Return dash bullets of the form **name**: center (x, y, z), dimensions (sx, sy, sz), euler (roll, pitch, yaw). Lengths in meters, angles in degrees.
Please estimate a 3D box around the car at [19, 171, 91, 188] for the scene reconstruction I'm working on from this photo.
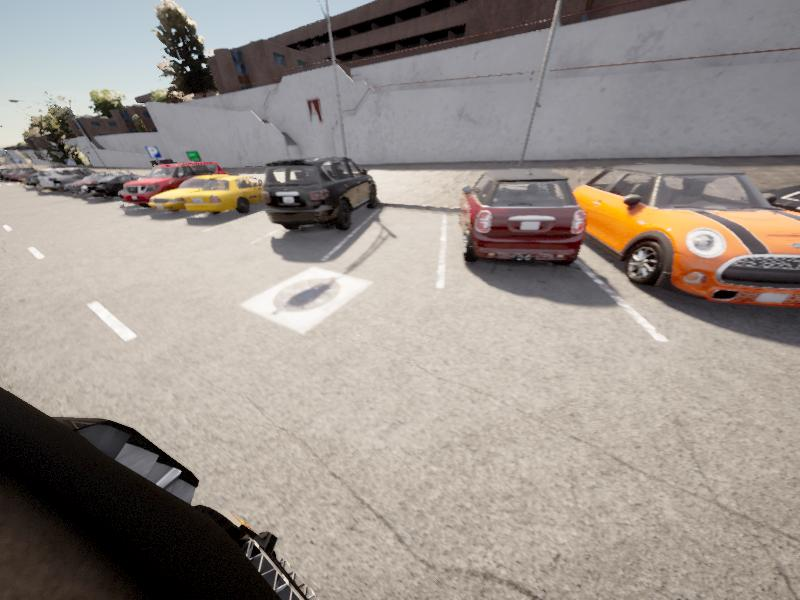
- **car**: center (-44.013, -15.517, 29.725), dimensions (2.002, 1.452, 4.674), euler (4, 34, 9)

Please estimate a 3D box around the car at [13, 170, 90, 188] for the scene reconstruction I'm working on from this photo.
- **car**: center (-46.588, -16.409, 31.156), dimensions (1.946, 1.575, 5.366), euler (4, 34, 10)

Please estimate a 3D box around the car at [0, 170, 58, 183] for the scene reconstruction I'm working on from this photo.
- **car**: center (-62.189, -20.837, 38.804), dimensions (2.163, 1.488, 4.792), euler (4, 34, 9)

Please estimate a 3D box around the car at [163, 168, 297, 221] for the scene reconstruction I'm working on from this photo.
- **car**: center (-7.663, -5.383, 11.368), dimensions (1.946, 1.575, 5.366), euler (3, 33, 10)

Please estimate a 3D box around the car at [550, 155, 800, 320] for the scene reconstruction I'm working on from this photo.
- **car**: center (5.280, -1.738, 4.576), dimensions (2.185, 1.767, 4.553), euler (4, 33, 9)

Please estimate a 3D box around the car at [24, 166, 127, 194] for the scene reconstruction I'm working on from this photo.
- **car**: center (-33.637, -12.780, 24.343), dimensions (2.435, 2.045, 5.566), euler (4, 33, 10)

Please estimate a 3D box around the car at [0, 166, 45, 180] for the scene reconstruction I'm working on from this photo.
- **car**: center (-75.111, -24.864, 45.122), dimensions (2.435, 2.045, 5.566), euler (4, 34, 9)

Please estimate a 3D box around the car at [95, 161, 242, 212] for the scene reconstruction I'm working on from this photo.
- **car**: center (-12.886, -6.928, 13.704), dimensions (2.435, 2.045, 5.566), euler (4, 33, 10)

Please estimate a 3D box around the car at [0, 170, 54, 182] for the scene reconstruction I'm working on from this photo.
- **car**: center (-64.789, -21.605, 40.133), dimensions (2.002, 1.452, 4.674), euler (4, 34, 9)

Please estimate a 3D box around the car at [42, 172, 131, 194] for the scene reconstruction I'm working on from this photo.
- **car**: center (-31.035, -11.808, 23.179), dimensions (2.163, 1.488, 4.792), euler (4, 33, 10)

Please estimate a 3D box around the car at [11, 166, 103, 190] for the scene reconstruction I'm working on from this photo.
- **car**: center (-41.426, -14.985, 28.232), dimensions (2.435, 2.045, 5.566), euler (4, 34, 9)

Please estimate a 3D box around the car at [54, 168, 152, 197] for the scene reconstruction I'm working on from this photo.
- **car**: center (-25.841, -10.474, 20.452), dimensions (2.185, 1.767, 4.553), euler (4, 33, 10)

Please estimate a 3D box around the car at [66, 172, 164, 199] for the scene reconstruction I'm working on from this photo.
- **car**: center (-23.247, -9.592, 19.194), dimensions (2.002, 1.452, 4.674), euler (4, 33, 10)

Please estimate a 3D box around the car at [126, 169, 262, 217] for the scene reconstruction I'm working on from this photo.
- **car**: center (-10.314, -5.910, 12.382), dimensions (1.946, 1.575, 5.366), euler (4, 33, 10)

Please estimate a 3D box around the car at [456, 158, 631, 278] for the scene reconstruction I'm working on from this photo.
- **car**: center (2.668, -2.442, 5.841), dimensions (2.185, 1.767, 4.553), euler (4, 33, 10)

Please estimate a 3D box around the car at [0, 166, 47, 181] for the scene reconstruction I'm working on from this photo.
- **car**: center (-69.934, -23.407, 42.671), dimensions (1.878, 1.987, 4.442), euler (4, 34, 9)

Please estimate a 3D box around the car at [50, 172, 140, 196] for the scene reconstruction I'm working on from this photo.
- **car**: center (-28.431, -11.045, 21.841), dimensions (2.002, 1.452, 4.674), euler (4, 33, 9)

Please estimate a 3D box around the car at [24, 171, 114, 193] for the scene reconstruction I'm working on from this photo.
- **car**: center (-36.258, -13.199, 25.618), dimensions (1.946, 1.575, 5.366), euler (4, 33, 9)

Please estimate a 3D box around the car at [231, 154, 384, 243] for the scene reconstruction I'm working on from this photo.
- **car**: center (-2.518, -4.049, 8.461), dimensions (2.435, 2.045, 5.566), euler (3, 33, 10)

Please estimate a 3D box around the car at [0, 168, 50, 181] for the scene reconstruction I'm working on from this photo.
- **car**: center (-67.376, -22.486, 41.312), dimensions (2.185, 1.767, 4.553), euler (4, 34, 9)

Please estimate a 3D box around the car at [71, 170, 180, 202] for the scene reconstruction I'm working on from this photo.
- **car**: center (-20.661, -8.897, 17.839), dimensions (2.097, 1.535, 5.008), euler (3, 33, 10)

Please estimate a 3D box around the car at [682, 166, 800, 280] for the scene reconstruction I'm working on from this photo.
- **car**: center (7.875, -0.878, 3.307), dimensions (2.231, 1.521, 4.892), euler (4, 33, 9)

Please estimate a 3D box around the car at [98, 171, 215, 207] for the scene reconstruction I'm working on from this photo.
- **car**: center (-15.470, -7.416, 15.181), dimensions (2.163, 1.488, 4.792), euler (4, 33, 10)
